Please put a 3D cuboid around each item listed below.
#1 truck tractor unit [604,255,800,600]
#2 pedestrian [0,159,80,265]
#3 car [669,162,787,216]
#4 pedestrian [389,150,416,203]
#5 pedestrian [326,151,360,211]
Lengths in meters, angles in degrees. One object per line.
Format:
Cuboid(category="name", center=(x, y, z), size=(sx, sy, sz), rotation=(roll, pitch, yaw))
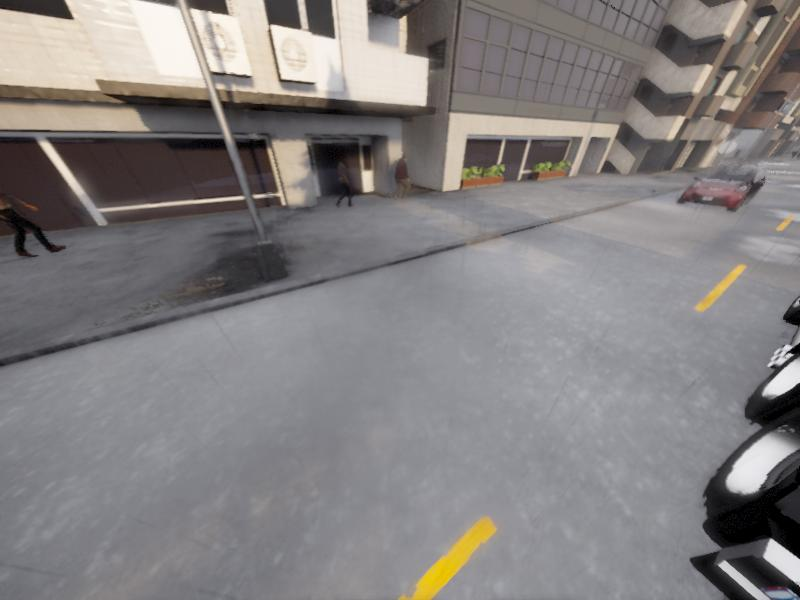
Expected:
Cuboid(category="truck tractor unit", center=(5.091, -0.320, 0.810), size=(6.516, 4.208, 3.053), rotation=(-19, 39, -25))
Cuboid(category="pedestrian", center=(-8.042, -1.777, 4.737), size=(0.751, 1.860, 0.751), rotation=(-16, 38, -22))
Cuboid(category="car", center=(13.578, -4.746, 9.622), size=(3.633, 1.501, 1.845), rotation=(-19, 39, -25))
Cuboid(category="pedestrian", center=(0.098, -5.200, 9.728), size=(0.751, 1.860, 0.751), rotation=(-23, 41, -30))
Cuboid(category="pedestrian", center=(-2.075, -4.371, 8.518), size=(0.751, 1.860, 0.751), rotation=(-22, 40, -28))
